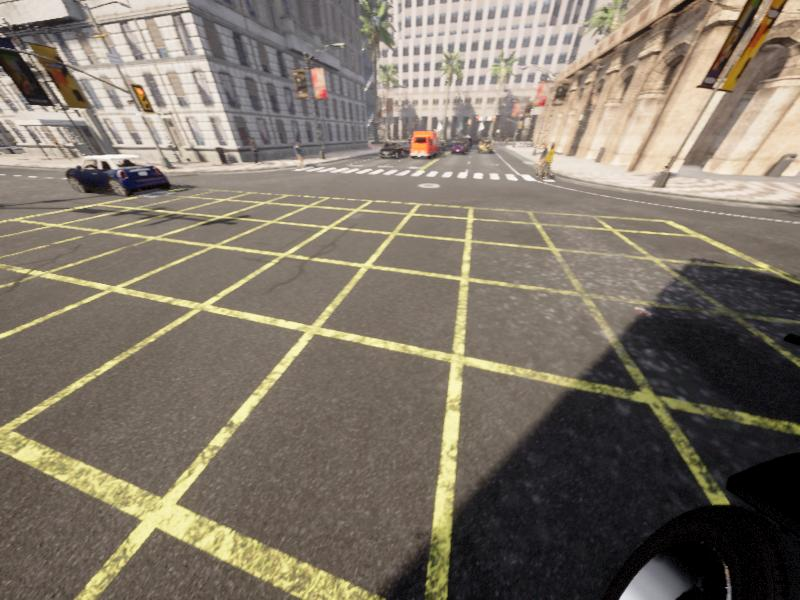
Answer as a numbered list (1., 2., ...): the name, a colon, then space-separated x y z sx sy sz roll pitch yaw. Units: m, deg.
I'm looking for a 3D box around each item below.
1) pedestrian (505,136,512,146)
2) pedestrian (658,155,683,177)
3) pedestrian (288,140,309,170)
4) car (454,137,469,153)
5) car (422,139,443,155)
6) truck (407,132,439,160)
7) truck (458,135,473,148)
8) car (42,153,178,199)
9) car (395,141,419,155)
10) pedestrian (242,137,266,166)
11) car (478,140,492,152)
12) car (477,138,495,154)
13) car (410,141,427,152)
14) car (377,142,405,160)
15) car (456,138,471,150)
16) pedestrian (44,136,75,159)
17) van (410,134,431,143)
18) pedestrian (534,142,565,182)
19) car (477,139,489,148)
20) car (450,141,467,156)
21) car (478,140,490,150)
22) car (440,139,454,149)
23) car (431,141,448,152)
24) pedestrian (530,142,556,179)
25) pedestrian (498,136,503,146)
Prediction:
1. pedestrian: 24.153 -35.523 51.519 0.751 1.860 0.751 2 36 3
2. pedestrian: 16.293 -8.103 13.936 0.500 1.100 0.500 28 44 33
3. pedestrian: -7.740 -11.071 17.619 0.751 1.860 0.751 9 37 12
4. car: 9.633 -24.271 36.076 1.905 1.878 3.866 9 37 13
5. car: 4.541 -21.156 31.935 1.930 1.638 5.238 9 37 12
6. truck: 2.687 -17.512 26.143 2.627 2.467 5.204 9 37 12
7. truck: 13.638 -32.772 47.756 2.390 2.098 6.274 9 37 13
8. car: -12.962 -5.717 10.514 3.806 1.475 1.970 9 37 12
9. car: 1.047 -21.355 32.417 2.033 1.411 5.357 9 37 12
10. pedestrian: -11.453 -11.682 18.200 0.751 1.860 0.751 3 36 5
11. car: 13.922 -25.488 38.092 1.845 1.501 3.633 9 37 13
12. car: 12.315 -22.280 33.319 1.932 1.855 4.605 9 37 12
13. car: 3.052 -25.532 38.265 1.994 1.385 4.181 9 37 12
14. car: -0.892 -17.202 26.539 1.837 1.490 4.892 9 36 12
15. car: 11.430 -27.998 41.489 1.930 1.638 5.238 10 37 13
16. pedestrian: -34.531 -15.478 23.431 0.751 1.860 0.751 10 37 14
17. van: 6.710 -52.291 74.651 6.366 2.431 2.351 9 37 13
18. pedestrian: 8.526 -7.888 13.225 0.751 1.860 0.751 6 36 8
19. car: 17.469 -32.877 48.517 2.033 1.411 5.357 10 37 13
20. car: 8.036 -20.765 31.542 1.816 1.474 4.193 9 37 12
21. car: 15.535 -28.761 42.859 1.895 1.301 4.718 9 37 13
22. car: 9.548 -31.481 46.474 2.163 1.488 4.792 9 37 13
23. car: 6.559 -25.226 37.848 1.994 1.385 4.181 10 37 14
24. pedestrian: 8.698 -8.524 14.112 0.751 1.860 0.751 14 38 18
25. pedestrian: 23.493 -37.051 53.908 0.751 1.860 0.751 10 37 14
